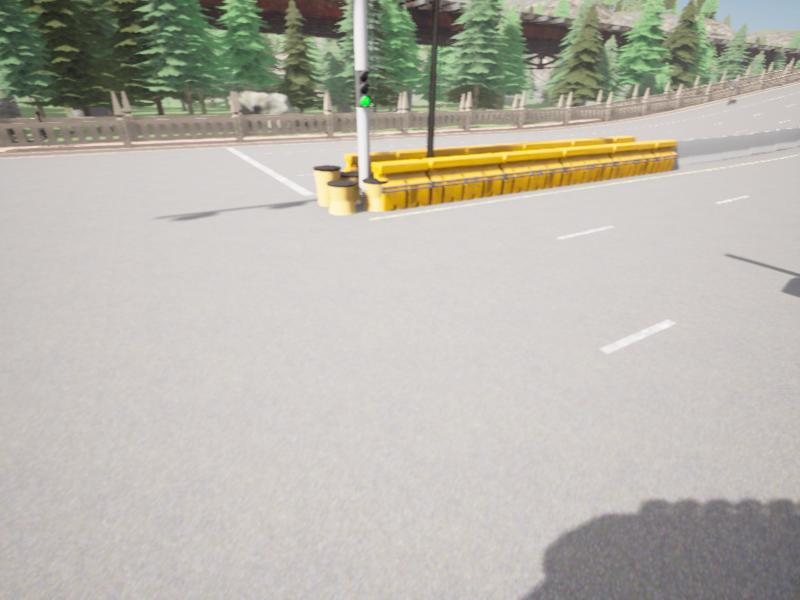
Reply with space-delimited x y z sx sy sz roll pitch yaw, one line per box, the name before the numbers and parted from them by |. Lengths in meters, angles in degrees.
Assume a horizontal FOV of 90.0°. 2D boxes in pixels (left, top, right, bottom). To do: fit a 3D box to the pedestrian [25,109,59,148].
pedestrian | -19.325 -9.284 21.612 0.751 1.860 0.751 -14 31 -27
